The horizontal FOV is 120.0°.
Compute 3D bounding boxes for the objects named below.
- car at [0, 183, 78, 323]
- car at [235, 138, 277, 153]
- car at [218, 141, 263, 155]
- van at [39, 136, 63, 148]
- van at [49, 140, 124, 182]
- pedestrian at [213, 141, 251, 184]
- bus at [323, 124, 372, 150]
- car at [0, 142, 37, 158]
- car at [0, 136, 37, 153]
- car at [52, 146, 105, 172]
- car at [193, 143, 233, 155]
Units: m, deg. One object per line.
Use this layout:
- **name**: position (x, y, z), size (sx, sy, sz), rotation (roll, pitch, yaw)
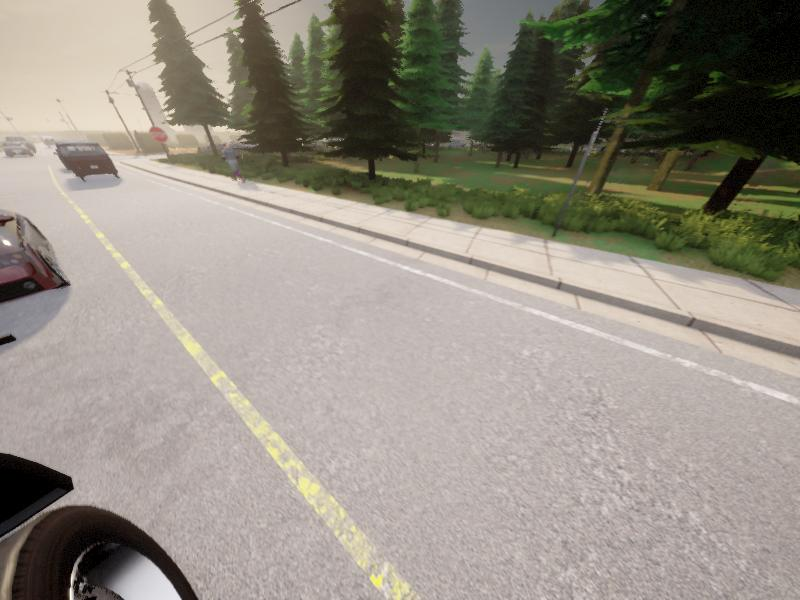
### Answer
- **car**: position (-7.705, -0.843, 3.849), size (4.181, 1.385, 1.994), rotation (23, 41, 29)
- **car**: position (-24.915, -26.994, 40.254), size (2.150, 2.045, 5.566), rotation (22, 41, 28)
- **car**: position (-24.639, -23.625, 35.846), size (2.152, 1.651, 5.027), rotation (23, 41, 29)
- **van**: position (-75.068, -33.999, 49.716), size (4.480, 2.038, 2.069), rotation (24, 42, 30)
- **van**: position (-19.777, -8.854, 14.563), size (4.442, 1.987, 1.775), rotation (24, 42, 30)
- **pedestrian**: position (-8.833, -7.251, 12.197), size (0.751, 1.860, 0.751), rotation (14, 37, 18)
- **bus**: position (-11.189, -35.644, 50.724), size (3.944, 4.253, 10.273), rotation (22, 41, 28)
- **car**: position (-47.243, -18.549, 28.493), size (4.902, 1.511, 2.128), rotation (24, 42, 30)
- **car**: position (-60.038, -24.598, 36.502), size (5.566, 2.045, 2.150), rotation (24, 42, 30)
- **car**: position (-25.978, -11.457, 18.629), size (4.892, 1.490, 1.837), rotation (25, 42, 31)
- **car**: position (-28.905, -23.494, 35.845), size (1.994, 1.385, 4.181), rotation (22, 40, 27)
